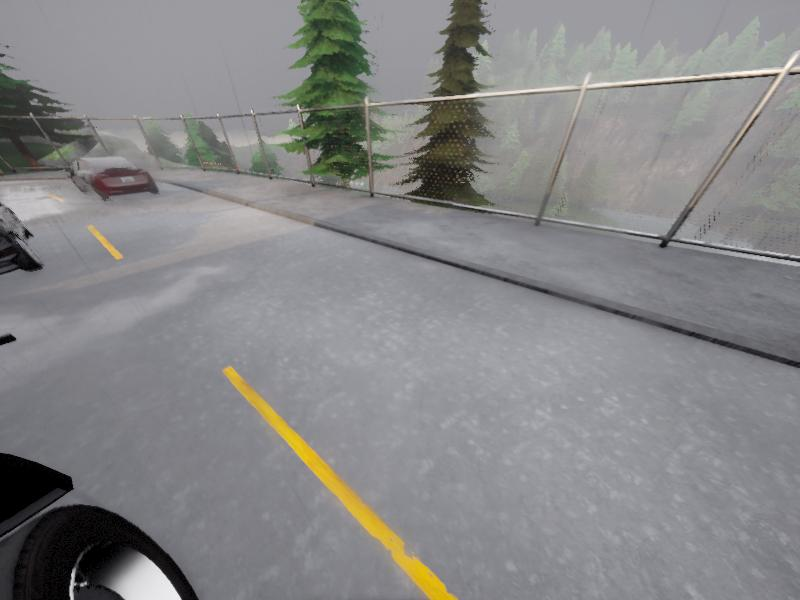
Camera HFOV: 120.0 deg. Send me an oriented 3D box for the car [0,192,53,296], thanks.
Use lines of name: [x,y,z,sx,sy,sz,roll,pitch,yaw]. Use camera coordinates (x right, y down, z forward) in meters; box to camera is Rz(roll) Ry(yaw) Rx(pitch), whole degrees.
car: [-9.154,-1.427,4.421,5.238,1.638,1.930,22,41,28]

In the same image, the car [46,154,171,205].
car: [-13.144,-5.607,10.448,4.792,1.488,2.163,19,39,25]
